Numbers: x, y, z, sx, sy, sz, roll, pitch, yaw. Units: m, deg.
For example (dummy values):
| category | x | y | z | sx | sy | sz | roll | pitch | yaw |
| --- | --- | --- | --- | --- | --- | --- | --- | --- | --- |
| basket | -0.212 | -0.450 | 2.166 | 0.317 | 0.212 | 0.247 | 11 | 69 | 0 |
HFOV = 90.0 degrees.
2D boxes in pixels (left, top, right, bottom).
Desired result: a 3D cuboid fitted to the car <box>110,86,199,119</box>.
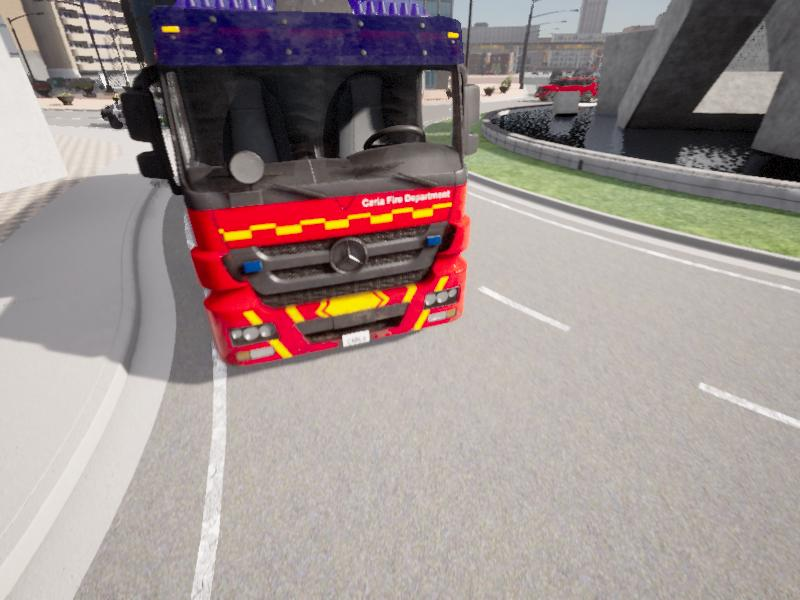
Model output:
| category | x | y | z | sx | sy | sz | roll | pitch | yaw |
| --- | --- | --- | --- | --- | --- | --- | --- | --- | --- |
| car | -16.920 | -13.735 | 27.755 | 4.605 | 1.855 | 1.932 | 2 | 32 | 4 |

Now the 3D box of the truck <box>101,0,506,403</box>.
| category | x | y | z | sx | sy | sz | roll | pitch | yaw |
| --- | --- | --- | --- | --- | --- | --- | --- | --- | --- |
| truck | -1.936 | -2.840 | 7.080 | 2.891 | 3.827 | 8.468 | -11 | 32 | -17 |

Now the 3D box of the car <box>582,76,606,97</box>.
| category | x | y | z | sx | sy | sz | roll | pitch | yaw |
| --- | --- | --- | --- | --- | --- | --- | --- | --- | --- |
| car | 21.969 | -24.302 | 45.479 | 1.905 | 1.878 | 3.866 | 11 | 32 | 18 |

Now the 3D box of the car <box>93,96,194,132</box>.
| category | x | y | z | sx | sy | sz | roll | pitch | yaw |
| --- | --- | --- | --- | --- | --- | --- | --- | --- | --- |
| car | -14.691 | -10.750 | 22.980 | 4.974 | 1.542 | 2.038 | 12 | 33 | 20 |

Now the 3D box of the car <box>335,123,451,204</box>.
| category | x | y | z | sx | sy | sz | roll | pitch | yaw |
| --- | --- | --- | --- | --- | --- | --- | --- | --- | --- |
| car | -0.394 | -4.219 | 11.858 | 1.994 | 1.385 | 4.181 | -12 | 32 | -18 |

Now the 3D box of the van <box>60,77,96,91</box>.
| category | x | y | z | sx | sy | sz | roll | pitch | yaw |
| --- | --- | --- | --- | --- | --- | --- | --- | --- | --- |
| van | -55.065 | -36.949 | 68.491 | 1.775 | 1.987 | 4.442 | 6 | 30 | 11 |

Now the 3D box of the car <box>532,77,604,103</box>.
| category | x | y | z | sx | sy | sz | roll | pitch | yaw |
| --- | --- | --- | --- | --- | --- | --- | --- | --- | --- |
| car | 15.623 | -19.693 | 37.500 | 5.566 | 2.045 | 2.150 | -2 | 30 | -3 |
